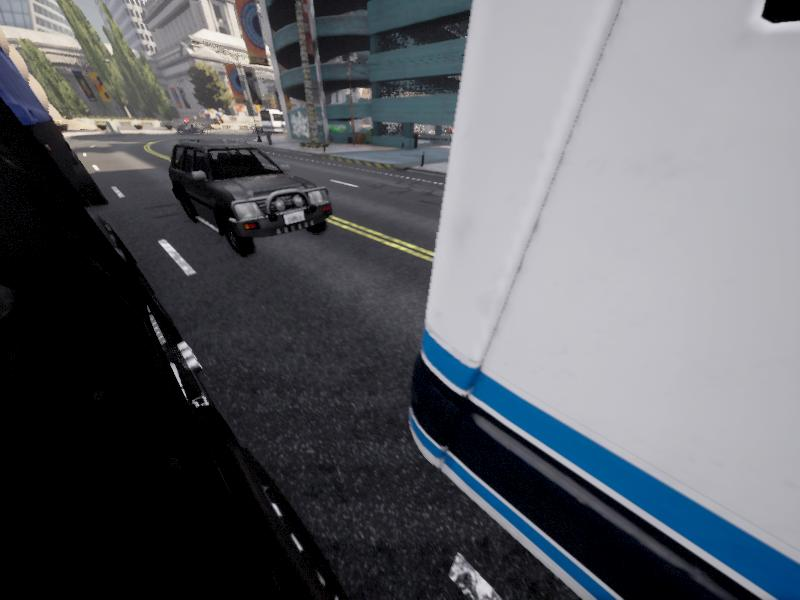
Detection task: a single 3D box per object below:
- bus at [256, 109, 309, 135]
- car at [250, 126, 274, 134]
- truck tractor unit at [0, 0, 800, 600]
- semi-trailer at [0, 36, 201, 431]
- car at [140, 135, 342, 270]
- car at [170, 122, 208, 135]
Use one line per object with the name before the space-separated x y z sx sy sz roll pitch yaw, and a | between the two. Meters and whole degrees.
bus | -26.394 -40.574 52.829 3.944 4.253 10.273 16 39 18
car | -30.951 -38.202 51.833 1.994 1.385 4.181 14 38 16
truck tractor unit | -2.645 -0.295 0.351 6.516 4.208 3.053 28 44 30
semi-trailer | -8.667 -3.603 4.291 14.254 4.402 2.717 28 44 30
car | -3.711 -2.629 5.379 4.605 1.855 1.932 27 44 30
car | -36.959 -30.220 40.624 2.242 1.667 4.611 2 37 0
